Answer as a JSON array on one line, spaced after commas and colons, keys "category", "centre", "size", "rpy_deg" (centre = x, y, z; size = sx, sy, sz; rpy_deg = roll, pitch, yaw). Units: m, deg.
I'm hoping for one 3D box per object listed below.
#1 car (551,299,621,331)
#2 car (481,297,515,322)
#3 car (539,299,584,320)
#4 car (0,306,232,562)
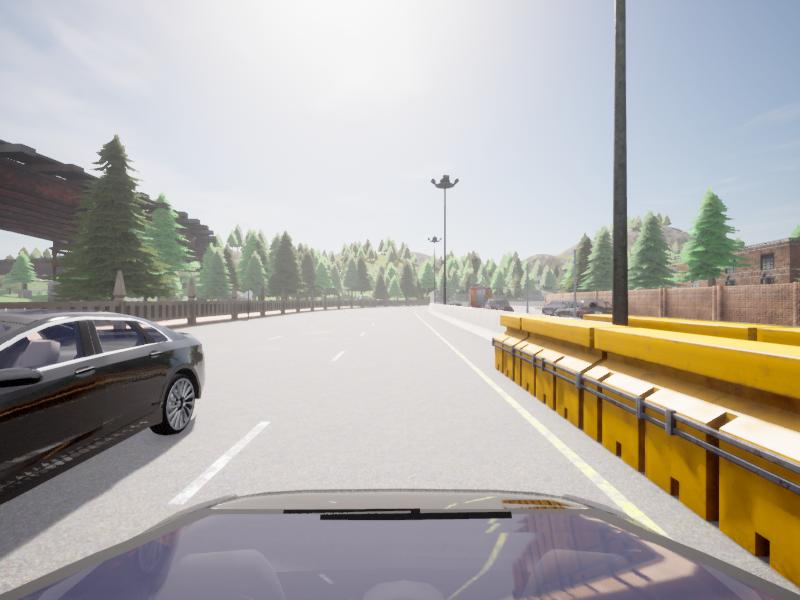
[{"category": "car", "centre": [10.624, 0.762, 23.305], "size": [2.242, 1.667, 4.611], "rpy_deg": [0, 0, 5]}, {"category": "car", "centre": [7.387, 0.699, 30.681], "size": [2.097, 1.767, 4.553], "rpy_deg": [0, 0, 8]}, {"category": "car", "centre": [14.004, 0.784, 35.064], "size": [2.033, 1.649, 4.856], "rpy_deg": [0, 0, 0]}, {"category": "car", "centre": [-3.500, 0.837, 3.363], "size": [2.128, 1.511, 4.902], "rpy_deg": [0, 0, 0]}]
